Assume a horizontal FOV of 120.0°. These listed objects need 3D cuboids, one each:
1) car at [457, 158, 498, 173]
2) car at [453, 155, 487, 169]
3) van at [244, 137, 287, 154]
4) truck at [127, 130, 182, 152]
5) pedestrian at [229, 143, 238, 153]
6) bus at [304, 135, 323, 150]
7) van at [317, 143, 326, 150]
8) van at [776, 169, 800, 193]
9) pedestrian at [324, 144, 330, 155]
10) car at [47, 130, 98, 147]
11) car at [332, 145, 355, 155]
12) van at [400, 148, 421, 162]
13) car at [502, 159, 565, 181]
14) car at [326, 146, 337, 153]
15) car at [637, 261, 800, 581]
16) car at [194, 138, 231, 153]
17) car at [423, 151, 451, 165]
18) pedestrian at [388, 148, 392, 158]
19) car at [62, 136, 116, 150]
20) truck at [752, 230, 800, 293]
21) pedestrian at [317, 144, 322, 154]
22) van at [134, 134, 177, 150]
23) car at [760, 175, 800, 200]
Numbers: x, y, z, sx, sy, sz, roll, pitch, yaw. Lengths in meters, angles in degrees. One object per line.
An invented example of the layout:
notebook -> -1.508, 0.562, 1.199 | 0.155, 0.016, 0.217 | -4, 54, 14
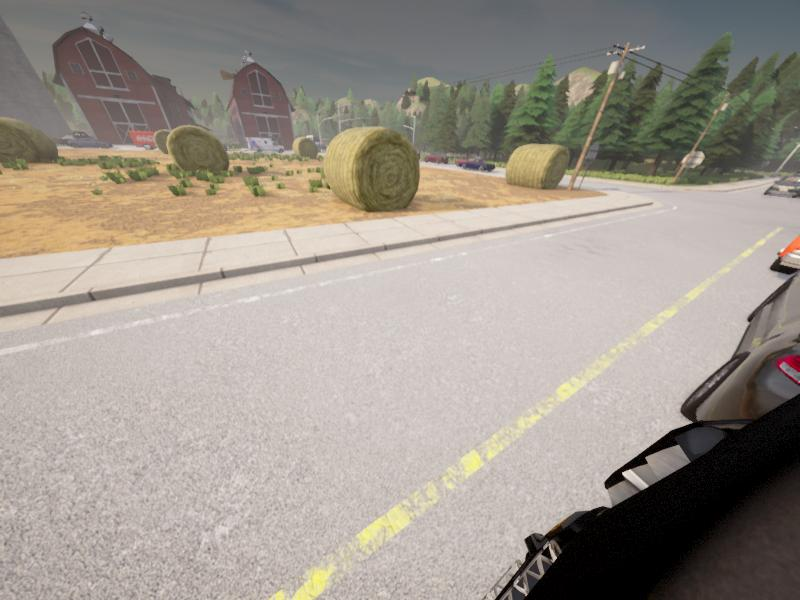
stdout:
car -> 9.807, -17.209, 29.489 | 1.895, 1.301, 4.718 | -18, 39, -28
car -> 10.281, -20.459, 34.208 | 2.007, 1.525, 4.514 | -18, 39, -28
van -> -25.701, -29.560, 44.290 | 6.366, 2.431, 2.351 | -19, 39, -29
truck -> -38.677, -25.214, 36.718 | 5.204, 2.467, 2.627 | -19, 39, -29
pedestrian -> -26.911, -24.531, 37.331 | 0.751, 1.300, 0.751 | -24, 42, -34
bus -> -33.286, -60.484, 88.651 | 3.944, 4.253, 10.273 | -18, 39, -28
van -> -28.077, -54.961, 82.791 | 1.775, 1.987, 4.442 | -18, 39, -28
van -> 40.971, -12.073, 23.457 | 4.442, 1.987, 1.775 | -16, 38, -26
pedestrian -> -16.330, -33.728, 51.751 | 0.751, 1.860, 0.751 | 30, 42, 34
car -> -51.915, -25.764, 36.771 | 1.905, 1.878, 3.866 | 14, 37, 7
car -> -13.438, -35.788, 55.112 | 4.605, 1.855, 1.932 | -19, 39, -29
van -> 1.996, -28.068, 44.612 | 1.775, 1.987, 4.442 | -18, 39, -28
car -> 13.833, -13.733, 24.307 | 1.801, 1.575, 5.366 | -18, 39, -28
car -> -19.902, -43.894, 67.137 | 1.789, 1.549, 3.705 | -18, 39, -28
car -> 4.869, 0.598, 1.947 | 5.027, 1.651, 2.152 | -16, 38, -26
car -> -32.692, -26.987, 40.381 | 4.605, 1.855, 1.932 | -19, 39, -29
car -> 6.169, -24.253, 39.363 | 2.097, 1.767, 4.553 | -18, 39, -28
pedestrian -> -2.247, -33.569, 52.636 | 0.751, 1.860, 0.751 | -15, 38, -25
car -> -44.808, -22.710, 33.443 | 4.181, 1.385, 1.994 | -19, 40, -28
truck -> 10.969, -1.486, 4.785 | 5.204, 2.467, 2.627 | -16, 38, -26
pedestrian -> -18.955, -35.562, 54.306 | 0.751, 1.860, 0.751 | -22, 41, -33
van -> -41.035, -26.559, 38.990 | 4.442, 1.987, 1.775 | -18, 39, -29
car -> 32.562, -9.500, 19.325 | 3.705, 1.549, 1.789 | -16, 38, -26
